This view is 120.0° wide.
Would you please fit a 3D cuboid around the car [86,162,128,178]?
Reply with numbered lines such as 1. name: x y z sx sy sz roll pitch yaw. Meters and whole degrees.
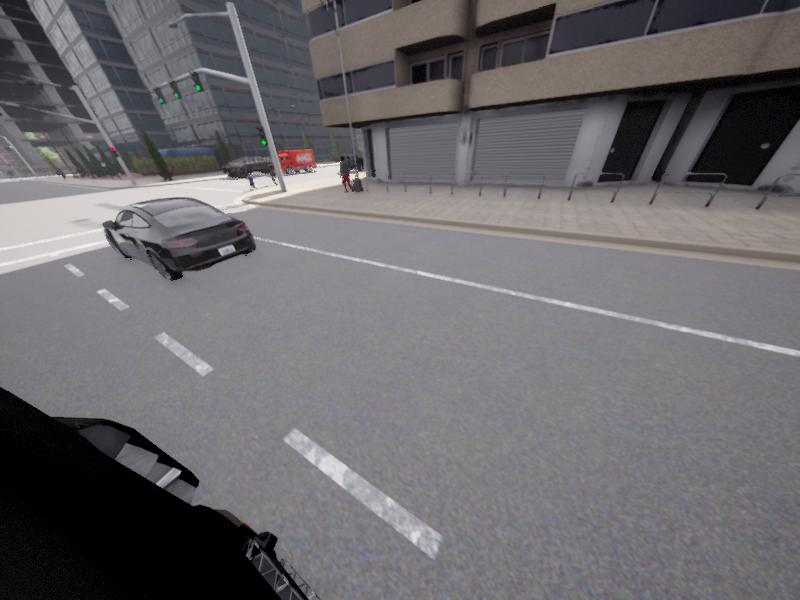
1. car: -53.781 -24.048 42.623 2.390 2.098 6.274 -19 37 -23

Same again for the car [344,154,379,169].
1. car: -5.390 -19.734 32.912 2.038 1.542 4.974 16 38 26

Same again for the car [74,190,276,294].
1. car: -5.623 -1.739 5.772 4.674 1.442 1.812 16 38 26

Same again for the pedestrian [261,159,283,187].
1. pedestrian: -10.114 -10.041 18.277 0.751 1.860 0.751 17 38 27

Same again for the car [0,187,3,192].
1. car: -46.654 -12.520 25.397 4.892 1.490 1.837 26 43 36

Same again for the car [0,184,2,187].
1. car: -61.461 -17.449 34.160 3.806 1.475 1.970 16 38 26

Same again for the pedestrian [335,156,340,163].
1. pedestrian: -12.102 -27.275 44.937 0.500 1.100 0.500 19 39 29

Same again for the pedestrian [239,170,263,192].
1. pedestrian: -10.485 -8.359 16.273 0.751 1.300 0.751 14 37 24

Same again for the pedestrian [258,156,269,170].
1. pedestrian: -21.640 -21.755 36.644 0.751 1.860 0.751 8 35 16

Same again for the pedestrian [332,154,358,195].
1. pedestrian: -2.922 -6.699 12.359 0.751 1.860 0.751 19 40 30

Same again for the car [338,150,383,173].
1. car: -4.621 -16.914 28.104 2.150 2.045 5.566 15 37 25

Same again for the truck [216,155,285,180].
1. truck: -17.480 -15.844 27.490 2.390 2.098 6.274 16 38 27

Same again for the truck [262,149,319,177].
1. truck: -12.990 -16.578 27.882 2.627 2.467 5.204 16 39 26

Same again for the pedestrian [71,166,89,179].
1. pedestrian: -52.336 -20.851 37.817 0.751 1.860 0.751 8 35 17

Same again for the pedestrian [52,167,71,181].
1. pedestrian: -52.639 -19.605 35.956 0.751 1.860 0.751 13 37 23
